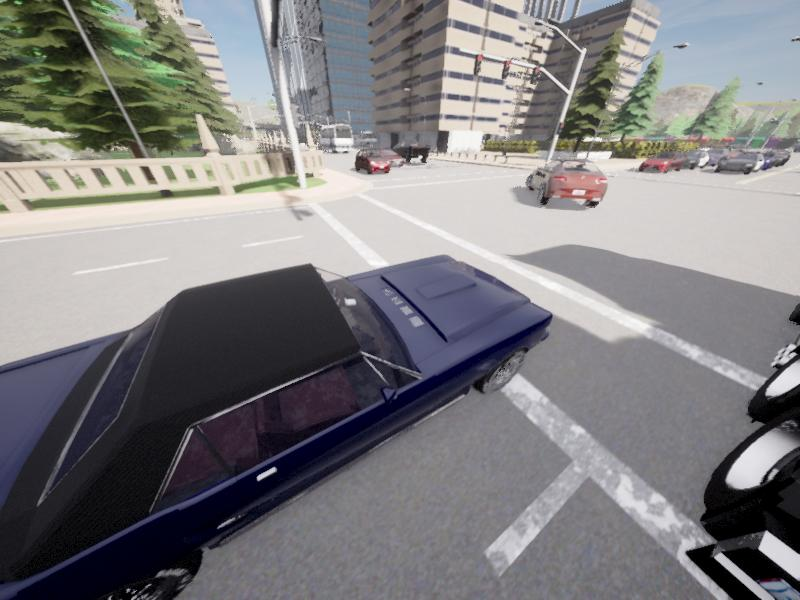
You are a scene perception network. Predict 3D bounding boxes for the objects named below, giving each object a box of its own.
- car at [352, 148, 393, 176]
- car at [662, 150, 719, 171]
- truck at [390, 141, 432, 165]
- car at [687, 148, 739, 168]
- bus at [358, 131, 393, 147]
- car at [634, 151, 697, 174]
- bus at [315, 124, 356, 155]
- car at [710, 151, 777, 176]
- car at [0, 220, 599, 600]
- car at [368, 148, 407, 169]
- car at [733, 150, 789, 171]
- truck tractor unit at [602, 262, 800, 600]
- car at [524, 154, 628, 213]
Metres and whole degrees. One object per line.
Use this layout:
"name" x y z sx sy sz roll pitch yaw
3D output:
"car" -2.252 -11.161 18.571 1.851 1.617 3.988 -17 38 -23
"car" 28.624 -13.829 22.754 4.974 1.542 2.038 -18 39 -24
"truck" 1.064 -17.116 26.709 2.390 2.098 6.274 -12 37 -17
"car" 34.646 -15.835 25.602 4.856 1.649 2.033 -18 39 -24
"bus" -7.851 -52.798 75.794 10.273 4.253 3.944 -18 39 -24
"car" 23.195 -12.096 20.222 4.514 1.525 2.007 -17 38 -23
"bus" -12.208 -30.093 43.307 3.944 4.253 10.273 -18 39 -24
"car" 29.455 -11.788 19.835 4.974 1.542 2.038 -18 39 -24
"car" -0.706 0.474 2.176 4.718 1.301 1.895 -18 39 -24
"car" -1.333 -14.253 23.155 1.812 1.442 4.674 -18 39 -24
"car" 35.500 -13.760 22.723 4.514 1.525 2.007 -18 39 -24
"truck tractor unit" 5.108 -0.304 0.785 6.516 4.208 3.053 -18 39 -24
"car" 7.494 -5.566 10.628 2.152 1.651 5.027 10 36 13
